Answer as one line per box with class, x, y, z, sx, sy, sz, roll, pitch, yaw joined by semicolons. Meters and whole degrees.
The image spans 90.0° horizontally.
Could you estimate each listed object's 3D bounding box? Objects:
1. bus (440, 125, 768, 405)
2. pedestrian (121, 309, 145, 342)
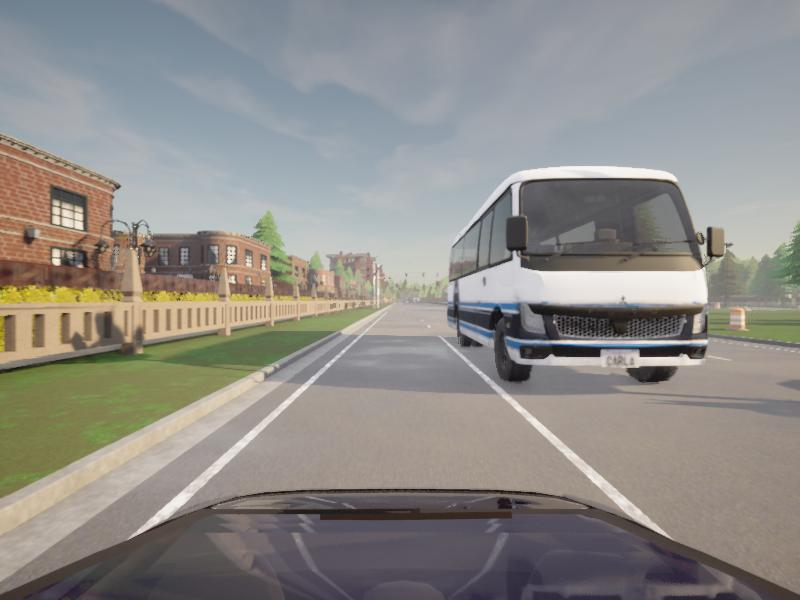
bus;3.622;-0.530;11.224;3.944;4.253;10.273;0;0;0
pedestrian;-9.238;0.869;13.876;0.500;1.100;0.500;0;0;0
